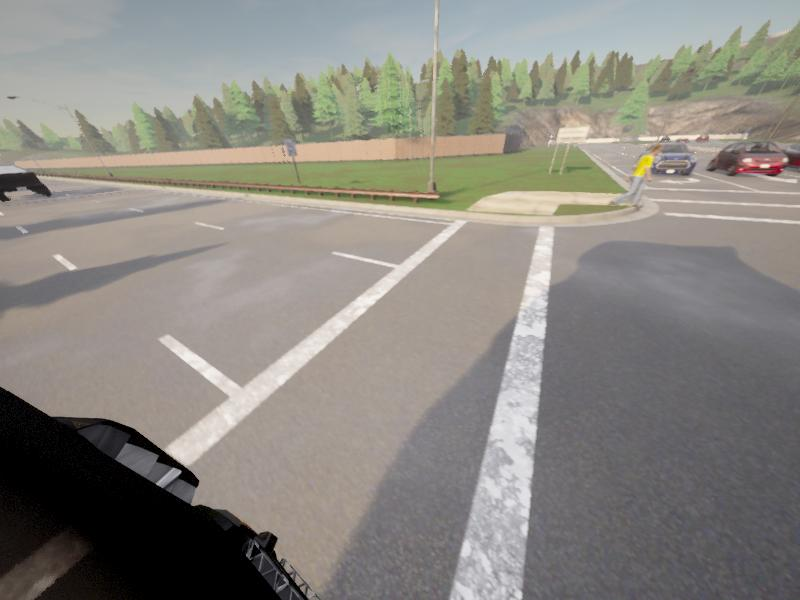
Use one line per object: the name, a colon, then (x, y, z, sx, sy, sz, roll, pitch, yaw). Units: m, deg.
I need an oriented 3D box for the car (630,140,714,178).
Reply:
car: (17.032, -9.169, 14.864, 2.097, 1.767, 4.553, 16, 38, 26)

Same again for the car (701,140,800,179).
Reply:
car: (19.981, -8.143, 13.284, 1.851, 1.617, 3.988, 16, 38, 26)

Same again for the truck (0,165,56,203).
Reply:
truck: (-29.884, -9.046, 17.748, 6.274, 2.098, 2.390, 16, 38, 26)

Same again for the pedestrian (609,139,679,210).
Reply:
pedestrian: (7.567, -3.932, 7.300, 0.751, 1.860, 0.751, 14, 37, 24)

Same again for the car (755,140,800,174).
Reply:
car: (24.129, -8.300, 13.339, 2.163, 1.488, 4.792, 16, 38, 26)
